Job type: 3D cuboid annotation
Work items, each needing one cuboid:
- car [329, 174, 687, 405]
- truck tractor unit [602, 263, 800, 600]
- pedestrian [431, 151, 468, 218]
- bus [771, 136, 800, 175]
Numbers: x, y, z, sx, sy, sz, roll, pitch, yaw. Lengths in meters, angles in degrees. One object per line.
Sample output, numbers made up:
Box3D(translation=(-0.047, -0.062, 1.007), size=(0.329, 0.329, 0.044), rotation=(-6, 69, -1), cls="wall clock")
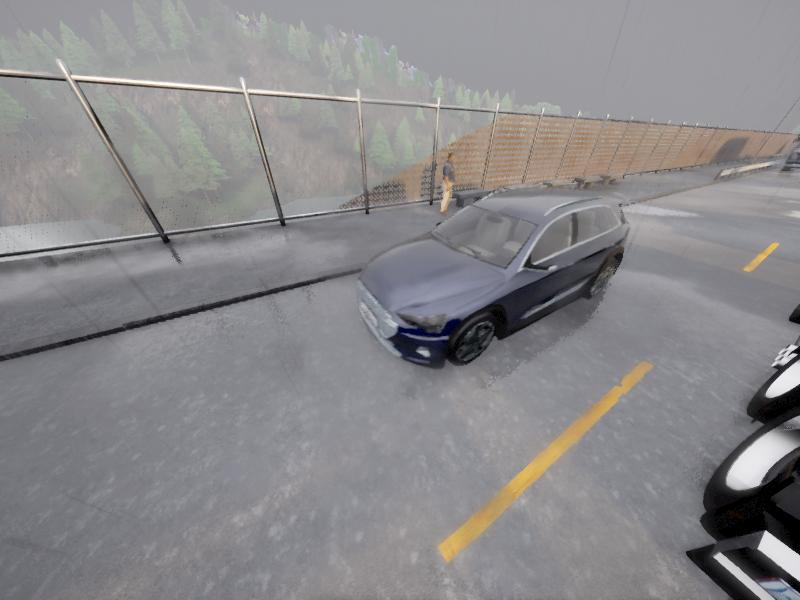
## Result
Box3D(translation=(1.715, -0.778, 3.697), size=(4.856, 1.649, 2.033), rotation=(-19, 39, -24), cls="car")
Box3D(translation=(5.108, -0.304, 0.785), size=(6.516, 4.208, 3.053), rotation=(-18, 39, -24), cls="truck tractor unit")
Box3D(translation=(1.581, -3.777, 7.582), size=(0.751, 1.860, 0.751), rotation=(19, 39, 25), cls="pedestrian")
Box3D(translation=(38.080, -13.576, 20.029), size=(10.273, 4.253, 3.944), rotation=(-20, 40, -26), cls="bus")
